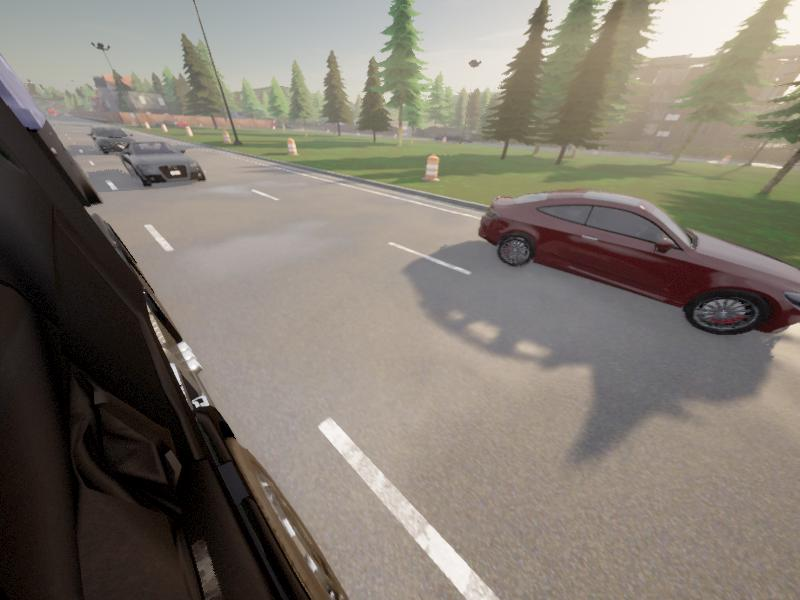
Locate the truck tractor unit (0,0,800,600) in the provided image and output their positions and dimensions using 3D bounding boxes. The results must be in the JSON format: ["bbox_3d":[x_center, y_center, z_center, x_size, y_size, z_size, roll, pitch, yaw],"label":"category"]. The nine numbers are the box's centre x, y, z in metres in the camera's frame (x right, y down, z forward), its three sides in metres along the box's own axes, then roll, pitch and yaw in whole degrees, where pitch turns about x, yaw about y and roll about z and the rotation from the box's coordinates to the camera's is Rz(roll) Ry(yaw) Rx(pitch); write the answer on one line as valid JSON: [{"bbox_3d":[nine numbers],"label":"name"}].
[{"bbox_3d":[-2.645,-0.295,0.351,6.516,4.208,3.053,28,44,30],"label":"truck tractor unit"}]

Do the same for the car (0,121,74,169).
[{"bbox_3d":[-19.165,-8.039,11.820,5.027,1.651,2.152,28,43,30],"label":"car"}]

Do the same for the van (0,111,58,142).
[{"bbox_3d":[-32.044,-15.092,20.118,4.442,1.987,1.775,28,44,30],"label":"van"}]

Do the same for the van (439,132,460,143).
[{"bbox_3d":[11.957,-39.473,56.006,4.442,1.987,1.775,28,43,30],"label":"van"}]

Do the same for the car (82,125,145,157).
[{"bbox_3d":[-19.767,-11.036,15.921,4.892,1.490,1.837,28,43,30],"label":"car"}]

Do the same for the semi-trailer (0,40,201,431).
[{"bbox_3d":[-8.697,-3.606,4.230,14.254,4.402,2.717,28,43,30],"label":"semi-trailer"}]

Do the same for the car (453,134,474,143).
[{"bbox_3d":[16.566,-42.276,60.475,4.611,1.667,2.242,28,43,30],"label":"car"}]

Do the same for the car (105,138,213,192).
[{"bbox_3d":[-9.979,-5.738,9.571,4.181,1.385,1.994,28,43,30],"label":"car"}]

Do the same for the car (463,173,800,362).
[{"bbox_3d":[3.840,-1.136,4.269,4.674,1.442,1.812,28,43,30],"label":"car"}]
